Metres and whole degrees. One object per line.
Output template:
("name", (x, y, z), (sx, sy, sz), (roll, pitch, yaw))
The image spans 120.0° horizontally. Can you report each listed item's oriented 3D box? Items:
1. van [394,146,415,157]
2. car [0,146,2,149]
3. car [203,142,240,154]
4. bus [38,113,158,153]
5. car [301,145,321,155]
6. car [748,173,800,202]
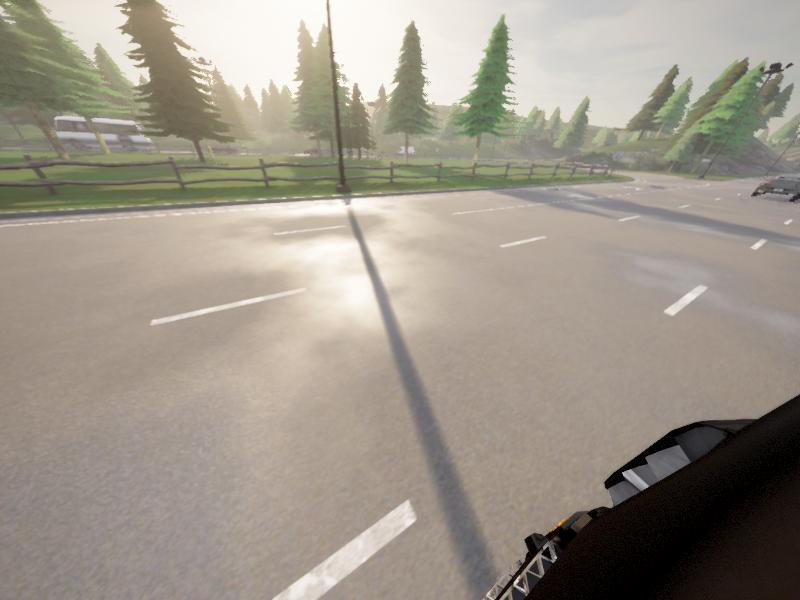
("van", (1.149, -43.143, 67.153), (5.915, 2.561, 1.988), (0, 33, -4))
("car", (-56.763, -20.516, 29.870), (4.892, 1.490, 1.837), (-16, 37, -26))
("car", (-33.974, -28.982, 44.150), (5.027, 1.651, 2.152), (-12, 36, -21))
("bus", (-47.233, -26.506, 37.113), (10.273, 4.253, 3.944), (-15, 37, -26))
("car", (-20.958, -35.319, 54.423), (3.866, 1.878, 1.905), (-16, 38, -26))
("car", (29.971, -8.846, 17.968), (5.027, 1.651, 2.152), (-16, 38, -26))
